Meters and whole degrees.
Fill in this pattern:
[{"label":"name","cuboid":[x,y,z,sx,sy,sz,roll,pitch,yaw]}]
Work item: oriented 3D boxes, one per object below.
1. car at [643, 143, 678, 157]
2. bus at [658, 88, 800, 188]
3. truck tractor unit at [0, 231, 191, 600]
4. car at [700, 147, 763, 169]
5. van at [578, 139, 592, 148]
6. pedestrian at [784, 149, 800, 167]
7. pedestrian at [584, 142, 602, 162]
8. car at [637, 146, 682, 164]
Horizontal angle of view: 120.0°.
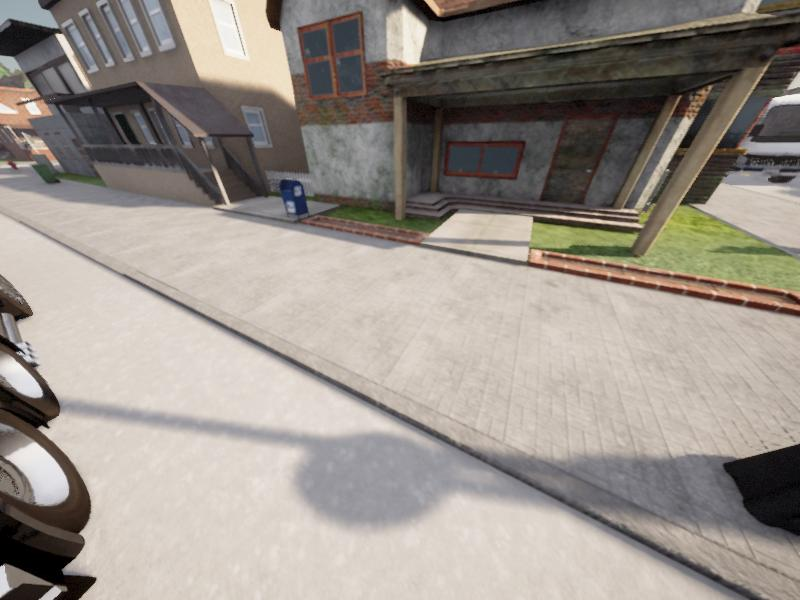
[{"label":"car","cuboid":[39.615,-22.926,35.289,1.801,1.575,5.366,16,38,22]},{"label":"bus","cuboid":[23.233,-10.842,15.696,3.944,4.253,10.273,16,38,23]},{"label":"truck tractor unit","cuboid":[-5.055,-0.352,0.856,6.516,4.208,3.053,21,40,27]},{"label":"car","cuboid":[31.017,-13.477,21.808,1.845,1.501,3.633,16,38,22]},{"label":"van","cuboid":[62.495,-53.179,78.259,2.351,2.431,6.366,16,38,22]},{"label":"pedestrian","cuboid":[35.003,-12.434,20.256,0.751,1.300,0.751,30,45,36]},{"label":"pedestrian","cuboid":[21.781,-16.773,26.115,0.751,1.860,0.751,9,36,12]},{"label":"car","cuboid":[29.388,-16.608,26.356,1.837,1.490,4.892,16,38,22]}]
